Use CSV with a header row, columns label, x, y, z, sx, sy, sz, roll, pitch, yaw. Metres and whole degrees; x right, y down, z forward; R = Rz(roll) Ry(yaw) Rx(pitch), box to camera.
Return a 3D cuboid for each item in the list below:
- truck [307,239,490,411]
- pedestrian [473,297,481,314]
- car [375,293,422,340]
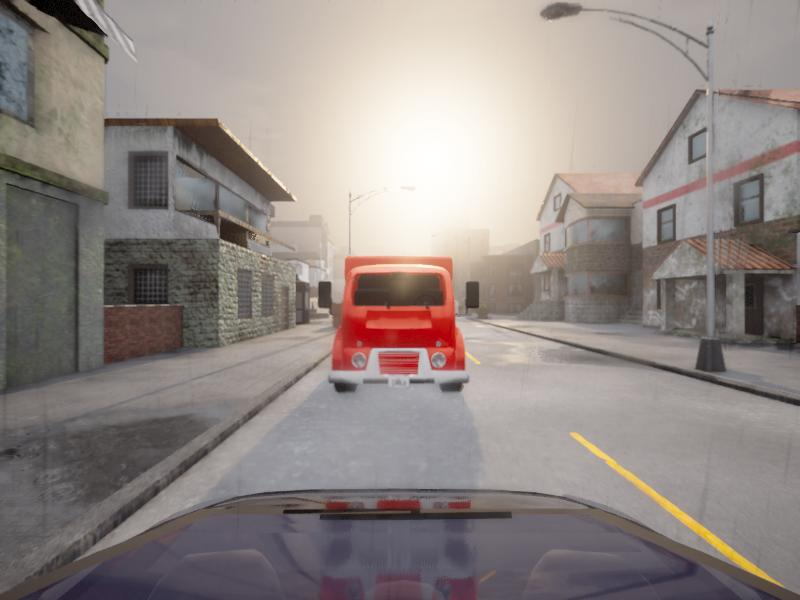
label,x,y,z,sx,sy,sz,roll,pitch,yaw
truck,-0.032,0.381,8.367,2.627,2.467,5.204,0,-1,0
pedestrian,8.480,0.615,44.191,0.751,1.860,0.751,0,0,0
car,-0.083,0.681,18.176,1.905,1.878,3.866,0,0,0
